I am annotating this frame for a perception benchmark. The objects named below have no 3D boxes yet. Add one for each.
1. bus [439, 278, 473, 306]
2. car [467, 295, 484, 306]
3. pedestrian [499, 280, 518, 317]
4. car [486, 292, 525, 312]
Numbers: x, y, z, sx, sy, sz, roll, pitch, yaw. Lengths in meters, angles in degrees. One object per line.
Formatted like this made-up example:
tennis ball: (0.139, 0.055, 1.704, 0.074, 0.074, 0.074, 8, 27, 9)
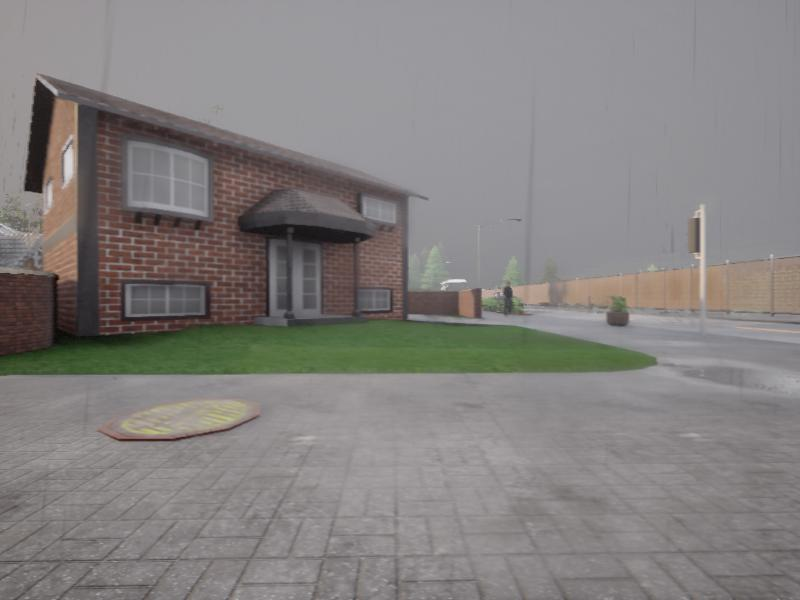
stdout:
bus: (9.010, -1.145, 66.109, 3.944, 4.253, 10.273, 0, 0, -1)
car: (12.842, 0.080, 68.344, 2.097, 1.767, 4.553, 0, 0, -1)
pedestrian: (5.530, -0.071, 20.446, 0.751, 1.860, 0.751, 0, 0, -5)
car: (9.530, 0.172, 36.548, 2.152, 1.651, 5.027, 0, 0, -1)
